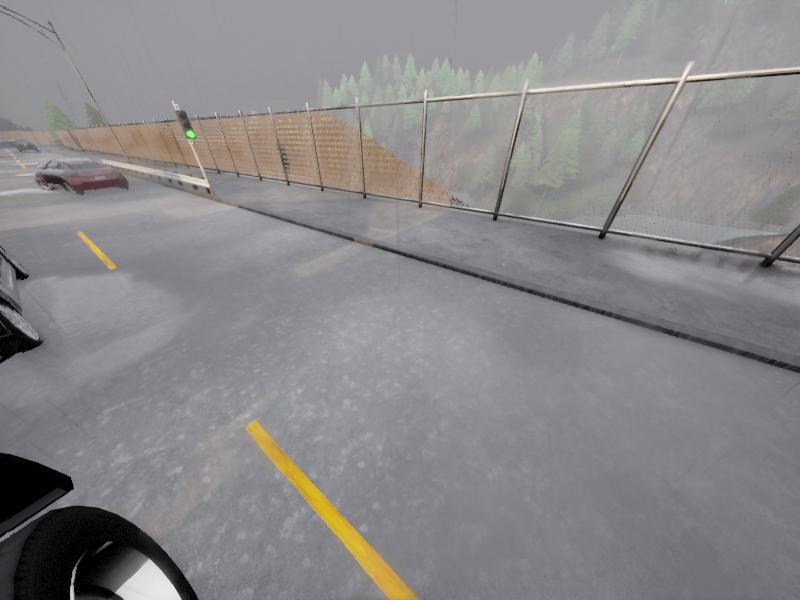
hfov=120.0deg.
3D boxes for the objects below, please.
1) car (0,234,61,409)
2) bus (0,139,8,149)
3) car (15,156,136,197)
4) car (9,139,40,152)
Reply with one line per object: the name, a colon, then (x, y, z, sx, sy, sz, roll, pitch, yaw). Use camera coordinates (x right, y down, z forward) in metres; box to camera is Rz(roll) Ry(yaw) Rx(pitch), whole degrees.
car: (-6.539, -0.172, 2.719, 5.238, 1.638, 1.930, 22, 41, 28)
bus: (-85.242, -33.295, 46.937, 10.273, 4.253, 3.944, 22, 41, 28)
car: (-15.993, -6.232, 11.477, 4.181, 1.385, 1.994, 13, 37, 18)
car: (-65.579, -27.024, 40.308, 4.553, 1.767, 2.097, 22, 41, 28)
